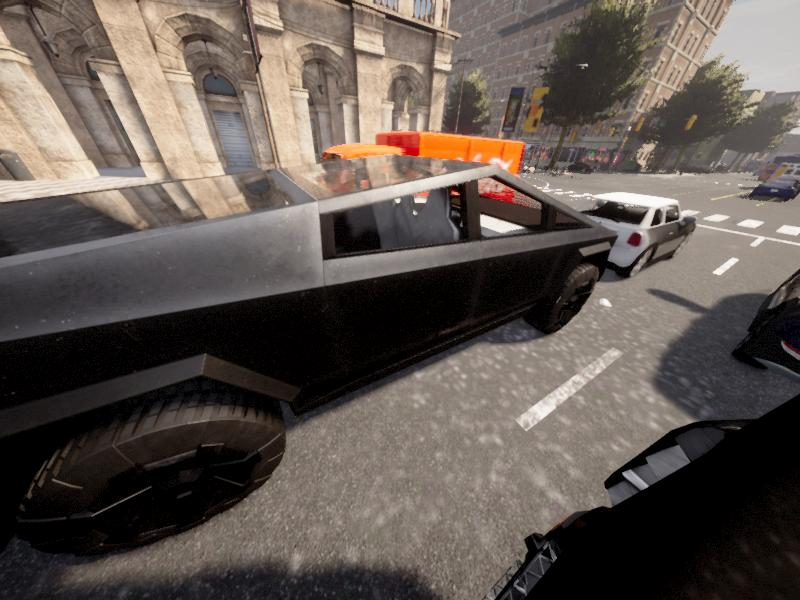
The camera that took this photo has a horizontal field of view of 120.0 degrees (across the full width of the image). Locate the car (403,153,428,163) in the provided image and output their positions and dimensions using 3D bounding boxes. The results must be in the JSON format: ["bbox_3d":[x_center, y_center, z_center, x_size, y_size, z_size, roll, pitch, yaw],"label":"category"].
[{"bbox_3d":[2.530,-24.529,39.886,1.895,1.301,4.718,-16,38,-26],"label":"car"}]

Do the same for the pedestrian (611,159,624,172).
[{"bbox_3d":[35.220,-21.787,37.451,0.751,1.860,0.751,-22,41,-32],"label":"pedestrian"}]

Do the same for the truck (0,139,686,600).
[{"bbox_3d":[-0.123,-0.415,2.662,6.274,2.098,2.390,-16,38,-26],"label":"truck"}]

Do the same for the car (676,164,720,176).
[{"bbox_3d":[61.206,-26.857,47.599,1.930,1.638,5.238,-1,34,-7],"label":"car"}]

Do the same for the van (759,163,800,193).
[{"bbox_3d":[41.988,-12.903,24.403,6.366,2.431,2.351,-12,37,-21],"label":"van"}]

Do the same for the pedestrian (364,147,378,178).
[{"bbox_3d":[-2.093,-9.890,16.671,0.751,1.860,0.751,-12,37,-22],"label":"pedestrian"}]

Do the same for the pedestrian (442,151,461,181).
[{"bbox_3d":[3.777,-9.890,17.123,0.751,1.860,0.751,-13,37,-22],"label":"pedestrian"}]

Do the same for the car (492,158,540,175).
[{"bbox_3d":[14.208,-16.603,28.667,2.128,1.511,4.902,-16,38,-26],"label":"car"}]

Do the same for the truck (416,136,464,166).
[{"bbox_3d":[6.405,-25.365,39.166,2.891,3.827,8.468,-16,38,-26],"label":"truck"}]

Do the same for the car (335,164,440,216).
[{"bbox_3d":[-0.483,-4.570,9.401,3.633,1.501,1.845,-16,38,-26],"label":"car"}]

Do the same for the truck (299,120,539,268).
[{"bbox_3d":[0.508,-2.988,6.248,5.204,2.467,2.627,-16,38,-26],"label":"truck"}]

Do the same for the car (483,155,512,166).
[{"bbox_3d":[19.433,-28.010,46.225,2.038,1.542,4.974,-16,38,-26],"label":"car"}]

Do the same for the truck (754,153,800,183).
[{"bbox_3d":[62.090,-21.324,37.355,8.468,3.827,2.891,-16,38,-26],"label":"truck"}]

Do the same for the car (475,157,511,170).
[{"bbox_3d":[13.931,-20.656,34.941,1.895,1.301,4.718,-16,38,-26],"label":"car"}]

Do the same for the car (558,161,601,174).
[{"bbox_3d":[27.213,-20.238,35.198,1.812,1.442,4.674,-16,38,-26],"label":"car"}]

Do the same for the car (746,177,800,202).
[{"bbox_3d":[29.709,-8.723,18.122,4.181,1.385,1.994,-16,38,-26],"label":"car"}]

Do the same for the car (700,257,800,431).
[{"bbox_3d":[6.276,0.177,2.689,4.856,1.649,2.033,-16,38,-26],"label":"car"}]

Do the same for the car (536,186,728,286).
[{"bbox_3d":[5.757,-1.854,5.843,3.806,1.475,1.970,-16,38,-26],"label":"car"}]
